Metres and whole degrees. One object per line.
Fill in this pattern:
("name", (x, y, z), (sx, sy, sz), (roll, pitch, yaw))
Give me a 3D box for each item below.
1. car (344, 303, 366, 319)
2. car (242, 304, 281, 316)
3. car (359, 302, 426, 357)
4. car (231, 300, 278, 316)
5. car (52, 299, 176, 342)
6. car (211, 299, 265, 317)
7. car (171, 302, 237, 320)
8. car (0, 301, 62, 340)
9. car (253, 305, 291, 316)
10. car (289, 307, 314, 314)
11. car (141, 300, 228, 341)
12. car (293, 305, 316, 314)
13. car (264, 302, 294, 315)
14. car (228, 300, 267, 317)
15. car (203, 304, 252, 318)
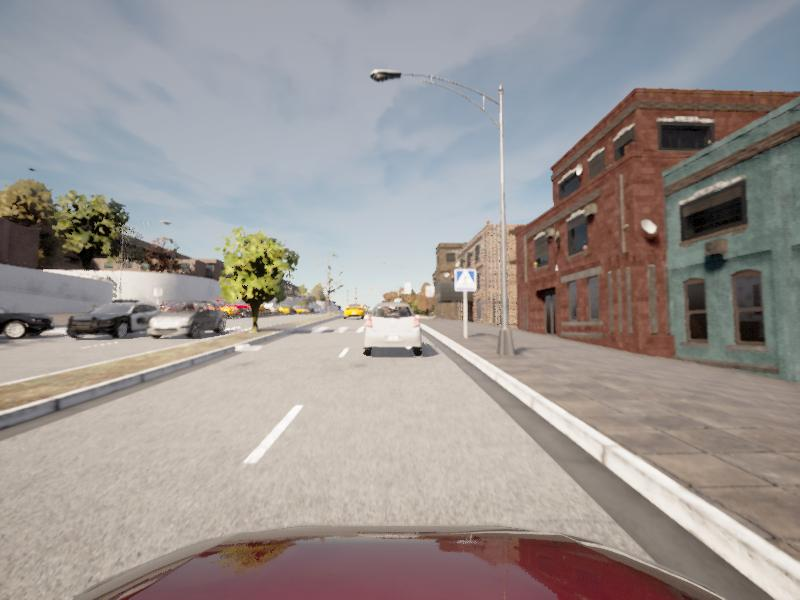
("car", (-4.393, 1.065, 39.776), (1.882, 1.535, 5.008), (0, -1, -2))
("car", (-19.046, 1.382, 54.989), (5.008, 1.535, 2.097), (0, -2, -23))
("car", (-0.252, 0.833, 12.859), (1.845, 1.501, 3.633), (0, 0, -2))
("car", (-18.937, 1.051, 52.007), (5.566, 2.045, 2.435), (0, -1, -22))
("car", (-12.340, 0.788, 17.821), (1.930, 1.638, 5.238), (0, 0, -2))
("car", (-18.628, 0.913, 46.091), (5.566, 2.045, 2.435), (0, -2, -22))
("car", (-18.089, 0.995, 37.228), (5.366, 1.575, 1.946), (0, -1, -23))
("car", (-17.349, 0.825, 16.347), (5.008, 1.535, 2.097), (-1, 0, -22))
("car", (-19.472, 1.548, 60.860), (5.366, 1.575, 1.946), (0, -1, -23))
("car", (-20.212, 2.194, 81.752), (4.674, 1.452, 2.002), (0, -1, -23))
("car", (-9.337, 0.812, 17.746), (1.851, 1.617, 3.988), (0, 0, -2))
("car", (-20.243, 2.014, 84.784), (4.442, 1.987, 1.878), (0, -2, -23))
("car", (-19.331, 1.411, 63.965), (4.442, 1.987, 1.878), (0, -2, -23))
("car", (-18.676, 1.005, 49.093), (4.442, 1.987, 1.878), (0, -2, -23))
("car", (-18.521, 1.143, 43.095), (4.674, 1.452, 2.002), (0, -1, -22))
